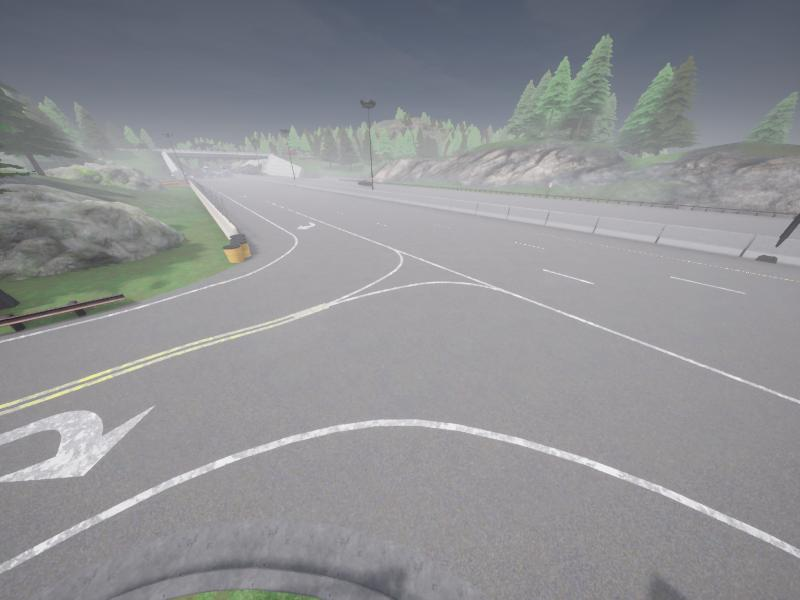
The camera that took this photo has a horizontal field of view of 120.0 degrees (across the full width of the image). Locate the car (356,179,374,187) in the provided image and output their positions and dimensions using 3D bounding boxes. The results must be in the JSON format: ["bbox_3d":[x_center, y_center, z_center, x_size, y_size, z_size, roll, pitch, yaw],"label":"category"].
[{"bbox_3d":[-8.738,-28.983,57.268,1.882,1.535,5.008,-23,37,-34],"label":"car"}]
